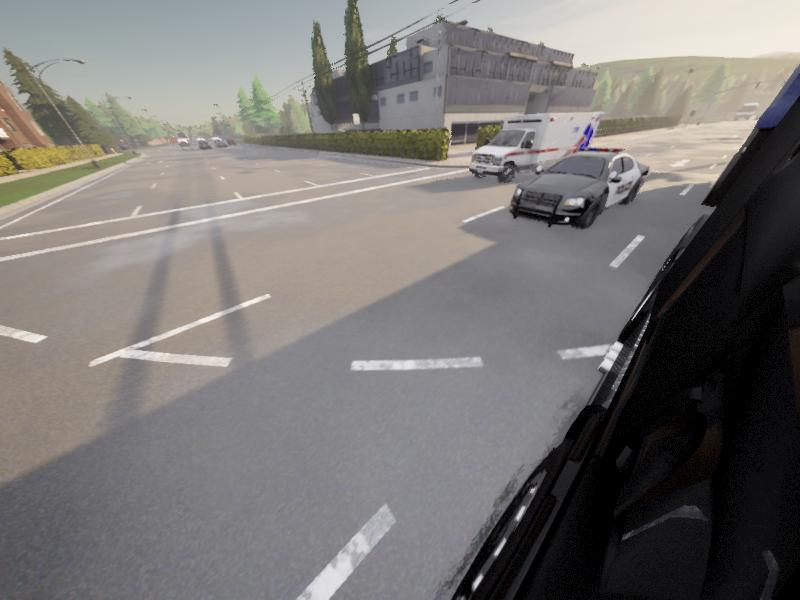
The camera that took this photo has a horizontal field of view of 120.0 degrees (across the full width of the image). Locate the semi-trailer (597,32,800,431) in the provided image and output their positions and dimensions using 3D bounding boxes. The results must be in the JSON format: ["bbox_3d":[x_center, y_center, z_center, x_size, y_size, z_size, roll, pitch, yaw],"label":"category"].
[{"bbox_3d":[8.749,-3.560,4.193,14.254,4.402,2.717,-27,43,-29],"label":"semi-trailer"}]

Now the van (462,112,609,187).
[{"bbox_3d":[6.426,-7.402,11.180,6.366,2.431,2.351,-19,40,-21],"label":"van"}]

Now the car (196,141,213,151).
[{"bbox_3d":[-43.807,-34.543,51.632,2.242,1.667,4.611,-26,42,-28],"label":"car"}]

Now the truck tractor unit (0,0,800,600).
[{"bbox_3d":[2.645,-0.295,0.352,6.516,4.208,3.053,-28,44,-30],"label":"truck tractor unit"}]

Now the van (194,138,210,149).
[{"bbox_3d":[-48.672,-38.408,56.722,2.069,2.038,4.480,-26,42,-28],"label":"van"}]

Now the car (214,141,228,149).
[{"bbox_3d":[-43.182,-37.467,55.645,1.994,1.385,4.181,-26,42,-28],"label":"car"}]

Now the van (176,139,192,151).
[{"bbox_3d":[-50.643,-36.444,54.208,2.069,2.038,4.480,-26,42,-28],"label":"van"}]

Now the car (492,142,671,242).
[{"bbox_3d":[5.191,-3.378,6.594,4.974,1.542,2.038,-26,43,-27],"label":"car"}]
